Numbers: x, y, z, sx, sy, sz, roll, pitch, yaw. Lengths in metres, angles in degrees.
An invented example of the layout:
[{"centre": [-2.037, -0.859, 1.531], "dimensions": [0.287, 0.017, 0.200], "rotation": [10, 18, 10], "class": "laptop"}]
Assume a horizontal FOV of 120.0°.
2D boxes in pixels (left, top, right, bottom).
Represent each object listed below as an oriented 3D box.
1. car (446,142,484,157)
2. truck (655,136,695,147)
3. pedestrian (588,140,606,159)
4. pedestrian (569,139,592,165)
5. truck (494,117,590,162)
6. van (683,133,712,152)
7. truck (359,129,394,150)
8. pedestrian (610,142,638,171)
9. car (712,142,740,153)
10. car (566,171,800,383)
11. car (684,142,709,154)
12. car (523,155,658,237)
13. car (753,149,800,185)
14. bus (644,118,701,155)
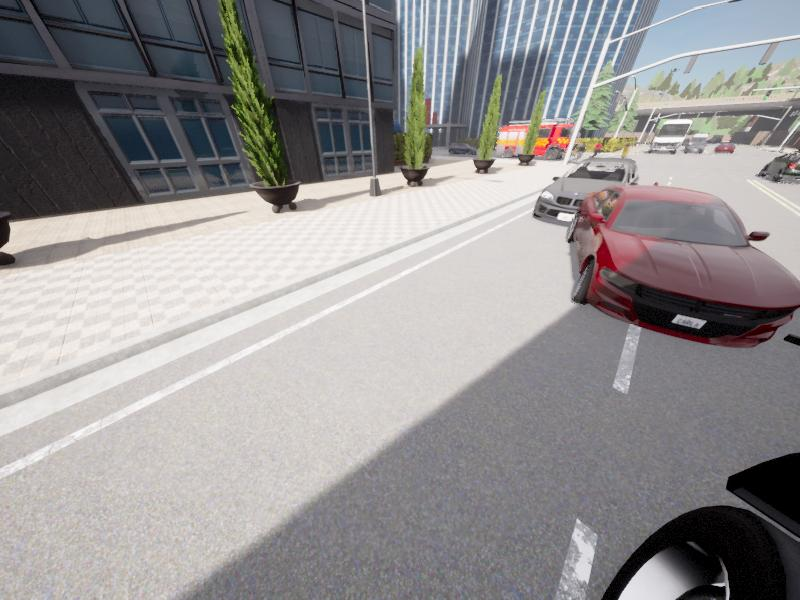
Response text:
[{"centre": [9.390, -22.046, 33.760], "dimensions": [4.856, 1.649, 2.033], "rotation": [29, 45, 35], "class": "car"}, {"centre": [69.110, -39.889, 58.196], "dimensions": [6.274, 2.098, 2.390], "rotation": [30, 45, 35], "class": "truck"}, {"centre": [23.731, -18.137, 27.847], "dimensions": [0.751, 1.860, 0.751], "rotation": [6, 36, 9], "class": "pedestrian"}, {"centre": [16.110, -13.222, 20.658], "dimensions": [0.751, 1.860, 0.751], "rotation": [0, 35, 0], "class": "pedestrian"}, {"centre": [16.287, -18.995, 27.464], "dimensions": [2.891, 3.827, 8.468], "rotation": [-29, 44, -34], "class": "truck"}, {"centre": [51.759, -27.472, 40.342], "dimensions": [1.988, 2.561, 5.915], "rotation": [30, 45, 35], "class": "van"}, {"centre": [-5.403, -36.859, 53.024], "dimensions": [8.468, 3.827, 2.891], "rotation": [29, 45, 35], "class": "truck"}, {"centre": [17.433, -11.178, 18.007], "dimensions": [0.751, 1.860, 0.751], "rotation": [15, 38, 21], "class": "pedestrian"}, {"centre": [52.940, -24.833, 37.598], "dimensions": [4.181, 1.385, 1.994], "rotation": [-30, 45, -35], "class": "car"}, {"centre": [4.533, -1.223, 4.282], "dimensions": [1.882, 1.535, 5.008], "rotation": [18, 39, 24], "class": "car"}, {"centre": [46.309, -23.830, 36.161], "dimensions": [1.812, 1.442, 4.674], "rotation": [30, 45, 35], "class": "car"}, {"centre": [6.461, -3.755, 7.765], "dimensions": [4.611, 1.667, 2.242], "rotation": [-29, 44, -35], "class": "car"}, {"centre": [23.548, -7.934, 13.660], "dimensions": [1.789, 1.549, 3.705], "rotation": [26, 43, 32], "class": "car"}, {"centre": [43.183, -25.921, 36.719], "dimensions": [3.944, 4.253, 10.273], "rotation": [30, 45, 35], "class": "bus"}]
